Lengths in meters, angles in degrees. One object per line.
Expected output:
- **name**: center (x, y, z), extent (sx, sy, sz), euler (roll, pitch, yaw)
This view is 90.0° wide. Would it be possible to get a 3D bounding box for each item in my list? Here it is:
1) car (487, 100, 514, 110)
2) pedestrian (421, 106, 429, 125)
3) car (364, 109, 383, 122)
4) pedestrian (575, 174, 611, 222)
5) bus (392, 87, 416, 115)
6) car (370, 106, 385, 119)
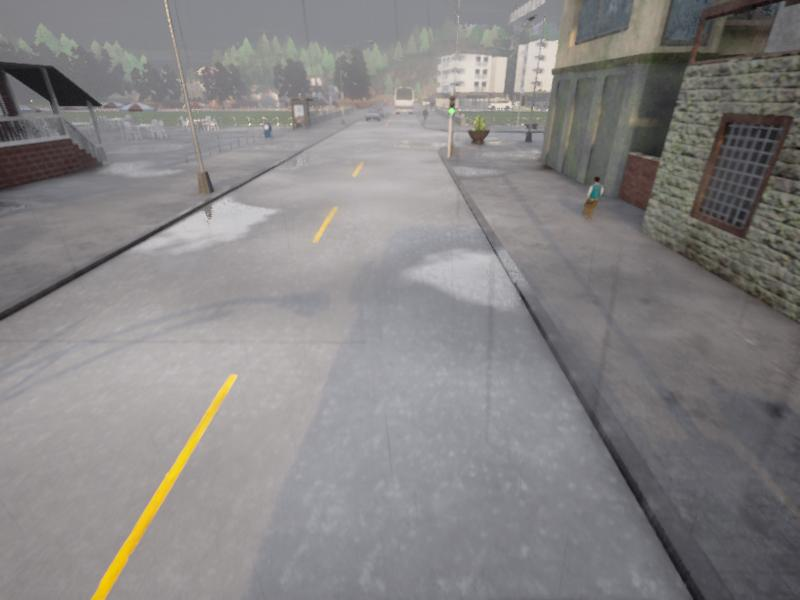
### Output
- **car**: center (23.074, -45.022, 92.343), extent (5.566, 2.045, 2.150), euler (0, 27, 1)
- **pedestrian**: center (2.665, -19.881, 43.153), extent (0.751, 1.860, 0.751), euler (2, 27, 4)
- **car**: center (-3.445, -24.223, 52.454), extent (2.033, 1.411, 5.357), euler (0, 27, 1)
- **pedestrian**: center (4.931, -2.609, 10.262), extent (0.500, 1.100, 0.500), euler (3, 27, 5)
- **bus**: center (0.641, -35.669, 71.664), extent (3.944, 4.253, 10.273), euler (0, 27, 1)
- **car**: center (-3.367, -28.347, 60.445), extent (2.007, 1.525, 4.514), euler (0, 27, 1)
